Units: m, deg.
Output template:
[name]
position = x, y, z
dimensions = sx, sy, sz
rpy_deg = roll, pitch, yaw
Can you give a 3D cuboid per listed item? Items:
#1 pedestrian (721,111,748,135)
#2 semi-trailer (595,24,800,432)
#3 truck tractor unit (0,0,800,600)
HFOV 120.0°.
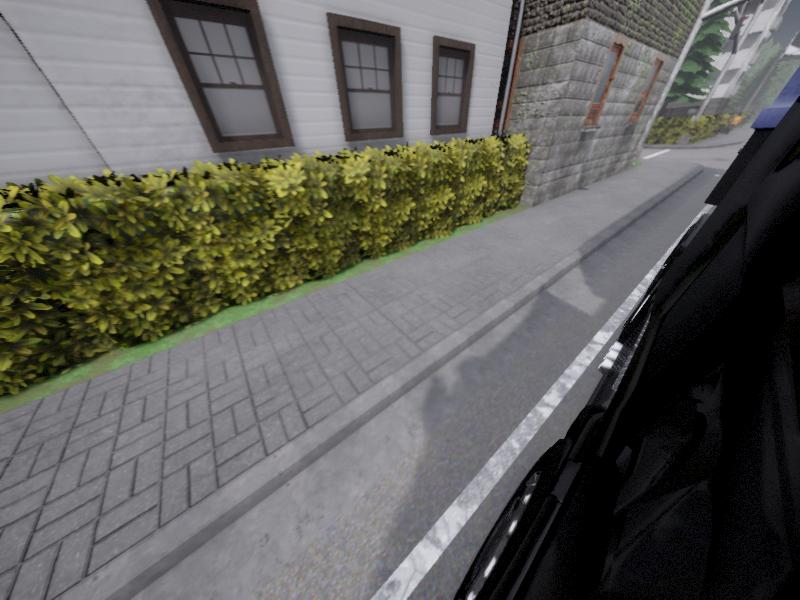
[pedestrian]
position = 33.509, -17.695, 23.164
dimensions = 0.751, 1.860, 0.751
rpy_deg = -27, 43, -29
[semi-trailer]
position = 8.834, -3.517, 4.076
dimensions = 14.254, 4.402, 2.717
rpy_deg = -27, 43, -28
[truck tractor unit]
position = 2.645, -0.295, 0.351
dimensions = 6.516, 4.208, 3.053
rpy_deg = -28, 44, -30
